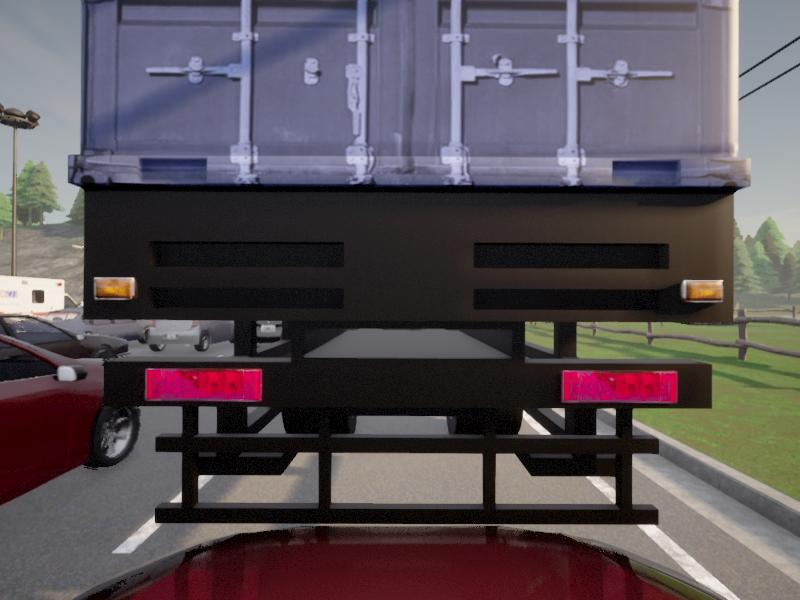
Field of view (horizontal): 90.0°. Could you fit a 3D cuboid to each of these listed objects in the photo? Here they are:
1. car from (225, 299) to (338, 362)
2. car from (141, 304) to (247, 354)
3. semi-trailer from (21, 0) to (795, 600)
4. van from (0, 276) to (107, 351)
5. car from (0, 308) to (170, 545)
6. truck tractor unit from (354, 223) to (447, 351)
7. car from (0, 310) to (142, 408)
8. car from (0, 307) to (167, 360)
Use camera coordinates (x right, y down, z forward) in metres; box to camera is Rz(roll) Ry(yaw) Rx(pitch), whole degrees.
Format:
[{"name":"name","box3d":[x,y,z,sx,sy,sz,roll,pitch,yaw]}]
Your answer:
[{"name":"car","box3d":[-3.491,0.827,12.857,2.242,1.667,4.611,0,0,0]},{"name":"car","box3d":[-6.988,0.900,14.029,1.845,1.501,3.633,0,0,0]},{"name":"semi-trailer","box3d":[0.029,-0.573,8.546,2.717,4.402,14.254,0,-1,0]},{"name":"van","box3d":[-13.986,0.440,14.315,2.351,2.431,6.366,0,0,0]},{"name":"car","box3d":[-3.500,0.827,2.658,1.845,1.501,3.633,0,0,0]},{"name":"truck tractor unit","box3d":[0.015,-0.409,16.459,3.053,4.208,6.516,0,0,0]},{"name":"car","box3d":[-6.997,0.915,6.583,2.033,1.411,5.357,0,0,0]},{"name":"car","box3d":[-10.486,0.958,13.606,2.033,1.411,5.357,0,0,0]}]
